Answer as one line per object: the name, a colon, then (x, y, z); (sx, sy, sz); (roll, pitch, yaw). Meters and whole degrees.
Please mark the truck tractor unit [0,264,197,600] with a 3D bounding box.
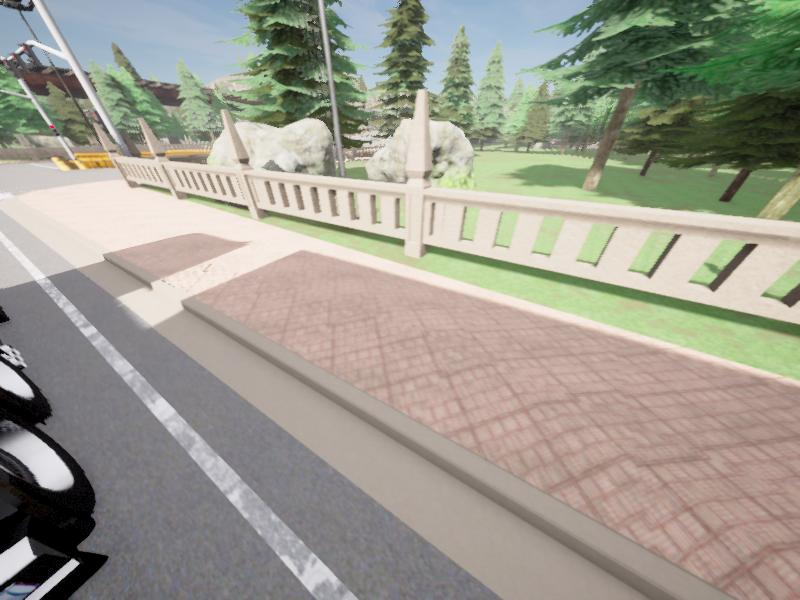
truck tractor unit: (-5.112, -0.301, 0.778); (6.516, 4.208, 3.053); (18, 39, 24)
